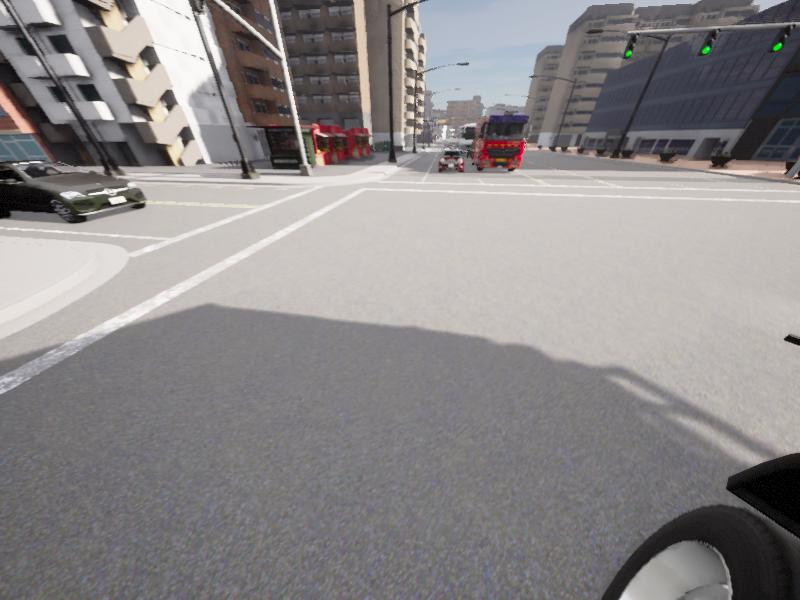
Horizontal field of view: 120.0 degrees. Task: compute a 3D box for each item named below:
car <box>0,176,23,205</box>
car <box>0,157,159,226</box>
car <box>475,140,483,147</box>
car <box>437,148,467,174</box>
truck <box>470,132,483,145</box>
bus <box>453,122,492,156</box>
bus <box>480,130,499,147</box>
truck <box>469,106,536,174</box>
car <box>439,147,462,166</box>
[{"bbox_3d":[-18.831,-4.458,8.997,4.792,1.488,2.163,5,36,8],"label":"car"},{"bbox_3d":[-11.998,-3.855,7.981,5.027,1.651,2.152,6,36,8],"label":"car"},{"bbox_3d":[26.452,-52.541,77.445,2.033,1.649,4.856,5,37,8],"label":"car"},{"bbox_3d":[4.049,-11.111,18.362,1.970,1.475,3.806,5,35,8],"label":"car"},{"bbox_3d":[28.252,-60.036,85.667,2.891,3.827,8.468,5,37,8],"label":"truck"},{"bbox_3d":[11.774,-27.010,38.893,3.944,4.253,10.273,3,35,4],"label":"bus"},{"bbox_3d":[30.212,-54.876,78.356,3.944,4.253,10.273,5,37,8],"label":"bus"},{"bbox_3d":[7.915,-13.266,19.392,2.891,3.827,8.468,5,35,8],"label":"truck"},{"bbox_3d":[5.220,-15.005,24.054,1.994,1.385,4.181,6,35,8],"label":"car"}]
